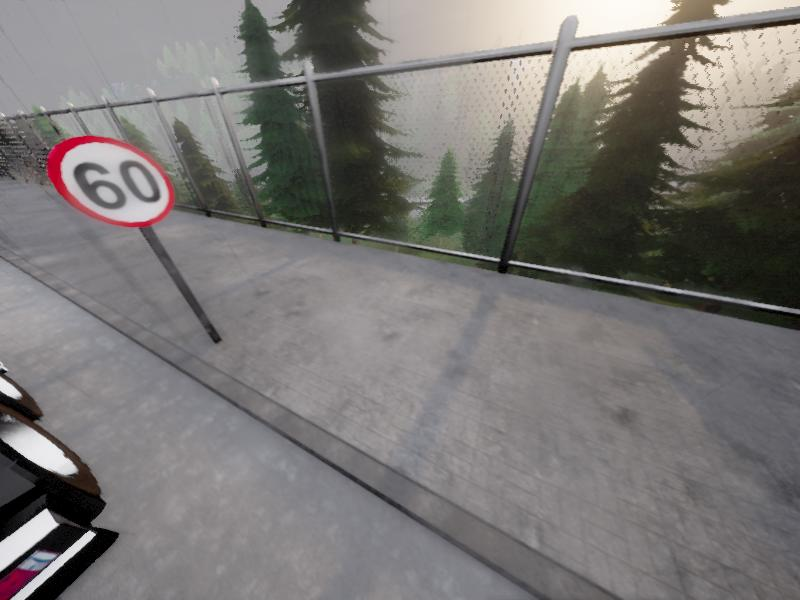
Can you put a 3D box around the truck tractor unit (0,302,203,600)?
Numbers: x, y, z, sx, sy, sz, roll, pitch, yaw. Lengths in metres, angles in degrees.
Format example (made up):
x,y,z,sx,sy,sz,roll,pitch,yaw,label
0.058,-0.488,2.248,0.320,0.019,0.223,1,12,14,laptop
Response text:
x,y,z,sx,sy,sz,roll,pitch,yaw,label
-5.175,-0.232,0.684,6.516,4.208,3.053,16,38,21,truck tractor unit
